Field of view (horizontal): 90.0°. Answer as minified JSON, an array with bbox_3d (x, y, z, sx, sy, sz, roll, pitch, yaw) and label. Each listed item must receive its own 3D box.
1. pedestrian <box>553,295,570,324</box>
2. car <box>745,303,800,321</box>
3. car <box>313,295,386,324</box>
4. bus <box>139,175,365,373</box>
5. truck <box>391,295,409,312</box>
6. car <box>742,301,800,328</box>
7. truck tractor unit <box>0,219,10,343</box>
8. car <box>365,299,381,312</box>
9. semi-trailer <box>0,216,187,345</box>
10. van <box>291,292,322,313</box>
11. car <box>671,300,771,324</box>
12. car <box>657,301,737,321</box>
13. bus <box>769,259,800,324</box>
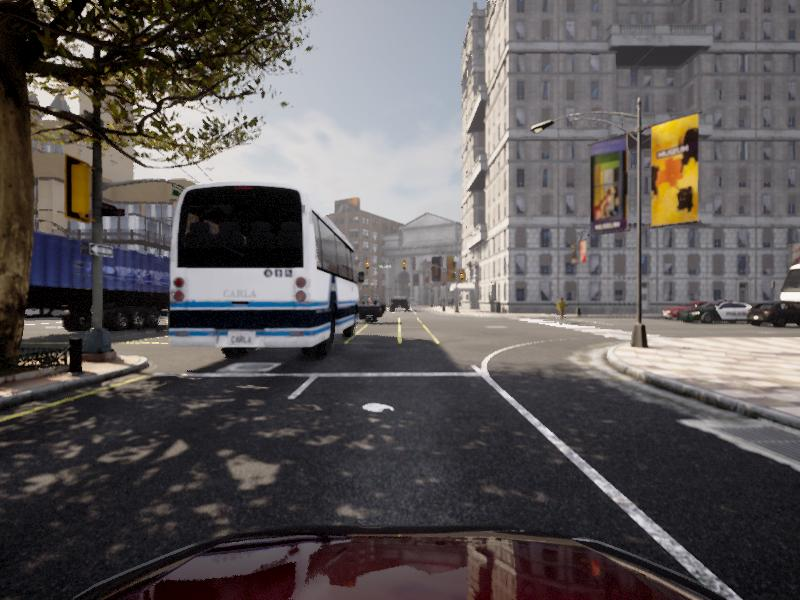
[{"bbox_3d":[10.501,0.591,26.044,0.751,1.860,0.751,0,0,0],"label":"pedestrian"},{"bbox_3d":[29.057,0.890,30.045,4.718,1.301,1.895,0,0,0],"label":"car"},{"bbox_3d":[-3.242,0.607,26.374,4.605,1.855,1.932,0,0,-1],"label":"car"},{"bbox_3d":[-3.621,-0.559,13.725,3.944,4.253,10.273,0,0,0],"label":"bus"},{"bbox_3d":[0.000,0.445,55.013,2.390,2.098,6.274,0,0,0],"label":"truck"},{"bbox_3d":[22.546,0.813,23.028,4.193,1.474,1.816,0,0,0],"label":"car"},{"bbox_3d":[-15.095,-0.563,10.543,3.053,4.208,6.516,-2,0,0],"label":"truck tractor unit"},{"bbox_3d":[-3.500,0.708,52.933,1.801,1.575,5.366,0,0,0],"label":"car"},{"bbox_3d":[-15.014,-0.662,18.477,2.717,4.402,14.254,0,0,0],"label":"semi-trailer"},{"bbox_3d":[-11.502,0.290,49.801,2.351,2.431,6.366,0,0,0],"label":"van"},{"bbox_3d":[21.155,0.779,26.510,4.974,1.542,2.038,0,0,0],"label":"car"},{"bbox_3d":[22.211,0.816,30.011,4.674,1.442,1.812,0,0,0],"label":"car"},{"bbox_3d":[31.364,-0.581,26.423,10.273,4.253,3.944,0,0,0],"label":"bus"}]
